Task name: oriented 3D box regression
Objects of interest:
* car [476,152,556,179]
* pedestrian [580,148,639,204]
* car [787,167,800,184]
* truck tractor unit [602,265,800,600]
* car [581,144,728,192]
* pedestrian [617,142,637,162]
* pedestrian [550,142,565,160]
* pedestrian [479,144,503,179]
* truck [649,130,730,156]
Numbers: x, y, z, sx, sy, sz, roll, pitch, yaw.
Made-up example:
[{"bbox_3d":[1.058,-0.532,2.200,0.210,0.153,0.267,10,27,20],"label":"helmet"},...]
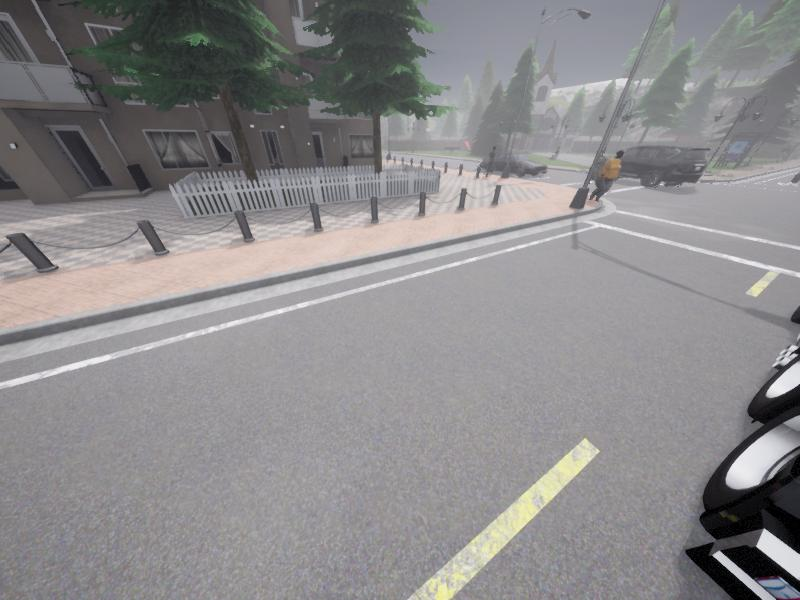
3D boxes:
[{"bbox_3d":[8.797,-10.721,18.209,2.033,1.411,5.357,-17,38,-23],"label":"car"},{"bbox_3d":[8.075,-4.807,9.003,0.751,1.860,0.751,-4,35,-6],"label":"pedestrian"},{"bbox_3d":[27.952,-8.541,15.108,3.705,1.549,1.789,-17,38,-23],"label":"car"},{"bbox_3d":[5.112,-0.300,0.778,6.516,4.208,3.053,-18,39,-24],"label":"truck tractor unit"},{"bbox_3d":[14.969,-8.369,14.318,2.150,2.045,5.566,-8,36,-12],"label":"car"},{"bbox_3d":[26.242,-17.082,26.695,0.751,1.860,0.751,8,36,12],"label":"pedestrian"},{"bbox_3d":[19.984,-18.906,29.348,0.751,1.860,0.751,0,35,0],"label":"pedestrian"},{"bbox_3d":[5.789,-8.825,14.746,0.751,1.860,0.751,-21,40,-28],"label":"pedestrian"},{"bbox_3d":[55.326,-30.329,44.598,2.891,3.827,8.468,-17,38,-23],"label":"truck"}]
